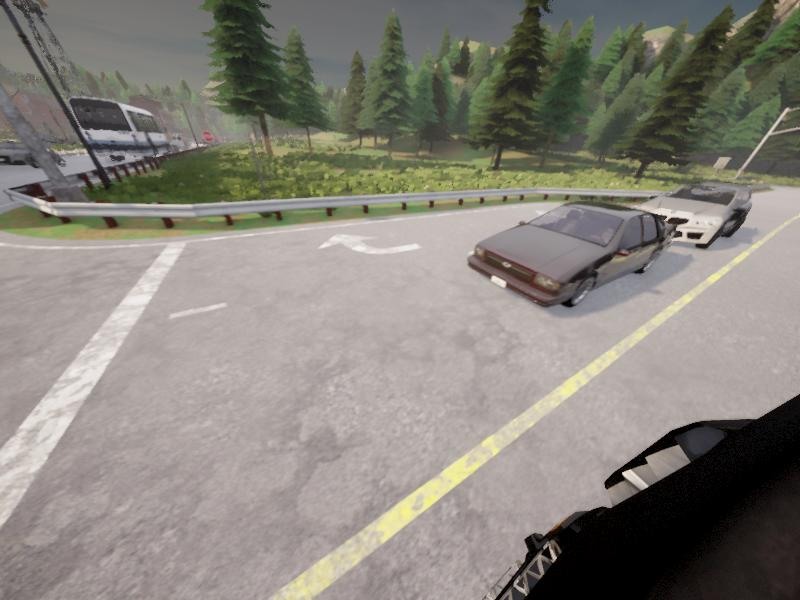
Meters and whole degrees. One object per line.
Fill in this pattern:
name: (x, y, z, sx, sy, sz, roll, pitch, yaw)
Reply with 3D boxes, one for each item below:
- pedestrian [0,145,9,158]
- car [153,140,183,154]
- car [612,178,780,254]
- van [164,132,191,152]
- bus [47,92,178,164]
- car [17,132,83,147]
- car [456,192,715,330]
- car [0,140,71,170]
pedestrian: (-30.295, -11.549, 16.914, 0.751, 1.860, 0.751, -16, 38, -26)
car: (-31.510, -20.880, 31.510, 1.845, 1.501, 3.633, -15, 38, -25)
car: (10.198, -3.135, 8.030, 4.611, 1.667, 2.242, -16, 38, -26)
van: (-37.069, -26.350, 38.485, 2.351, 2.431, 6.366, -23, 42, -34)
bus: (-25.525, -15.751, 21.804, 3.944, 4.253, 10.273, -15, 38, -25)
car: (-51.286, -23.620, 34.042, 4.792, 1.488, 2.163, -16, 38, -26)
car: (4.041, -1.292, 4.990, 5.357, 1.411, 2.033, -16, 38, -26)
car: (-24.263, -9.327, 14.830, 1.994, 1.385, 4.181, -15, 38, -25)
